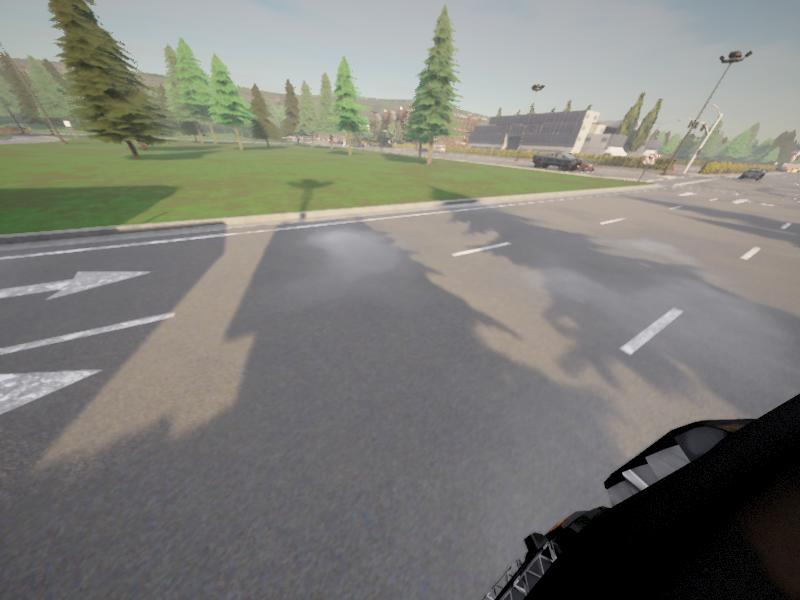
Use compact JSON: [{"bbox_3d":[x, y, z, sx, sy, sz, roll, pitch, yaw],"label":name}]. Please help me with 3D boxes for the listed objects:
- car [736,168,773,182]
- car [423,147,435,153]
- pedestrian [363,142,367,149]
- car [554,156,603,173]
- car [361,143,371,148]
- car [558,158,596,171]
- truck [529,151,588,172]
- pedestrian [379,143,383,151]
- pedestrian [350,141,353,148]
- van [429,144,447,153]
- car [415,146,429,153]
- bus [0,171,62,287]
[{"bbox_3d":[52.646,-18.681,34.331,4.902,1.511,2.128,-17,39,-27],"label":"car"},{"bbox_3d":[10.029,-52.196,80.330,1.812,1.442,4.674,-16,39,-26],"label":"car"},{"bbox_3d":[-10.559,-46.643,69.790,0.751,1.860,0.751,-15,38,-25],"label":"pedestrian"},{"bbox_3d":[25.909,-19.837,33.766,2.152,1.651,5.027,-16,39,-26],"label":"car"},{"bbox_3d":[-13.713,-62.715,93.729,2.033,1.649,4.856,-18,39,-28],"label":"car"},{"bbox_3d":[27.990,-21.529,36.654,1.994,1.385,4.181,-16,39,-26],"label":"car"},{"bbox_3d":[22.306,-19.742,32.908,2.390,2.098,6.274,-16,39,-26],"label":"truck"},{"bbox_3d":[-5.095,-40.937,61.823,0.751,1.860,0.751,-15,38,-25],"label":"pedestrian"},{"bbox_3d":[-16.403,-52.727,78.284,0.751,1.860,0.751,-15,38,-25],"label":"pedestrian"},{"bbox_3d":[13.274,-53.280,81.315,2.351,2.431,6.366,-16,39,-26],"label":"van"},{"bbox_3d":[7.390,-50.976,78.241,2.038,1.542,4.974,-16,39,-26],"label":"car"},{"bbox_3d":[-10.607,-0.616,0.134,10.273,4.253,3.944,-16,39,-26],"label":"bus"}]
